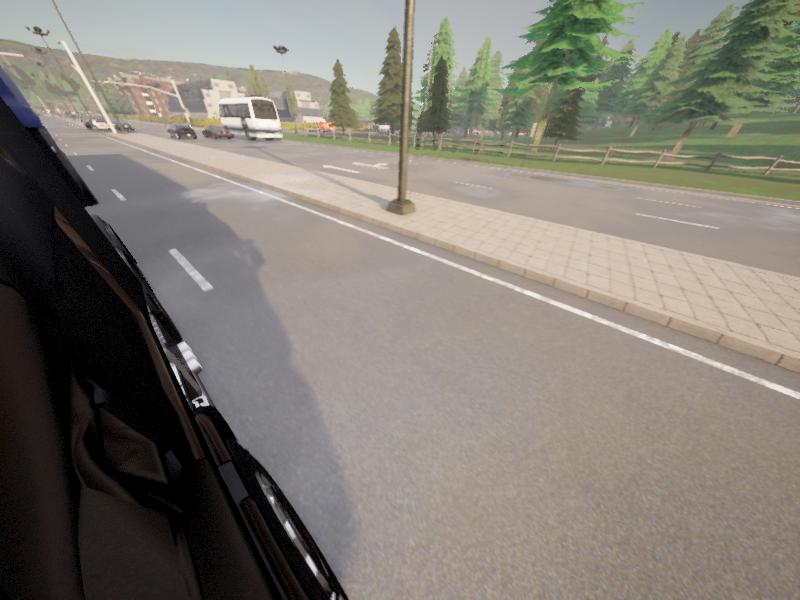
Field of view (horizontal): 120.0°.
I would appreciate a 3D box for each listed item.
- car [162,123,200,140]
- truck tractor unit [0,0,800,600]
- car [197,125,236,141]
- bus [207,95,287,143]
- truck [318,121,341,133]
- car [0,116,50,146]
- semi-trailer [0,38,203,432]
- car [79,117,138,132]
[{"bbox_3d":[-26.378,-20.332,27.844,4.892,1.490,1.837,27,43,29],"label":"car"},{"bbox_3d":[-2.645,-0.295,0.352,6.516,4.208,3.053,28,44,30],"label":"truck tractor unit"},{"bbox_3d":[-23.656,-21.595,29.773,5.357,1.411,2.033,27,43,29],"label":"car"},{"bbox_3d":[-19.872,-23.428,30.062,10.273,4.253,3.944,27,43,29],"label":"bus"},{"bbox_3d":[-19.538,-48.194,64.529,2.627,2.467,5.204,28,44,30],"label":"truck"},{"bbox_3d":[-30.625,-13.514,18.404,5.027,1.651,2.152,32,46,33],"label":"car"},{"bbox_3d":[-8.748,-3.572,4.178,14.254,4.402,2.717,28,43,29],"label":"semi-trailer"},{"bbox_3d":[-43.610,-26.337,34.757,4.974,1.542,2.038,-14,39,-22],"label":"car"}]
